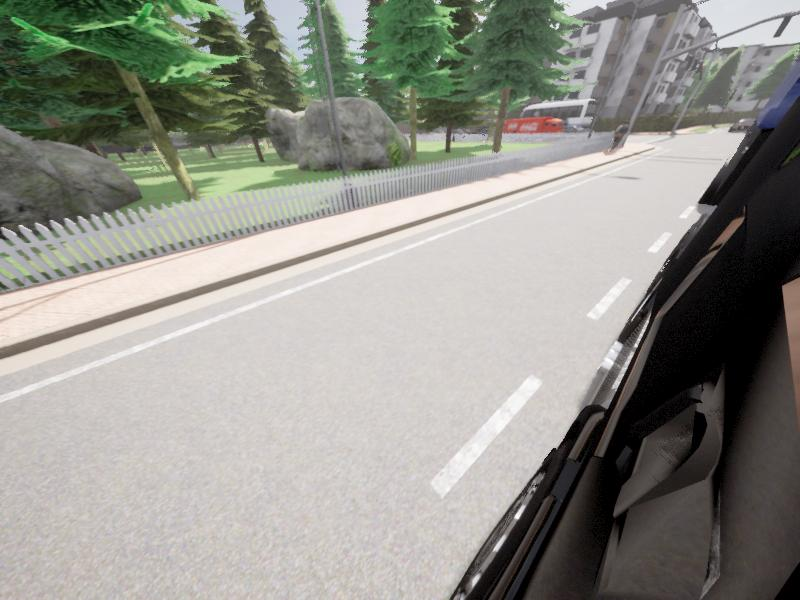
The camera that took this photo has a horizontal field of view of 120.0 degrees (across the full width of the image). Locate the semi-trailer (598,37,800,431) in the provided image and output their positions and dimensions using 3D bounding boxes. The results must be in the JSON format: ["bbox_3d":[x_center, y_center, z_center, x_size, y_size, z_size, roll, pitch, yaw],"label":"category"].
[{"bbox_3d":[8.706,-3.604,4.214,14.254,4.402,2.717,-28,43,-30],"label":"semi-trailer"}]

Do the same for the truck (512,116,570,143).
[{"bbox_3d":[17.746,-21.630,29.348,2.627,2.467,5.204,-26,42,-27],"label":"truck"}]

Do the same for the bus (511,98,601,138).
[{"bbox_3d":[23.675,-28.138,36.168,3.944,4.253,10.273,-26,42,-27],"label":"bus"}]

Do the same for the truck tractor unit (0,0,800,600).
[{"bbox_3d":[2.645,-0.295,0.351,6.516,4.208,3.053,-28,44,-30],"label":"truck tractor unit"}]

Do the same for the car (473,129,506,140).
[{"bbox_3d":[14.550,-27.154,37.933,1.895,1.301,4.718,-26,42,-27],"label":"car"}]

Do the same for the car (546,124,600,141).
[{"bbox_3d":[22.037,-21.454,29.627,2.128,1.511,4.902,-25,42,-27],"label":"car"}]

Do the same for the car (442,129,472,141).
[{"bbox_3d":[9.457,-27.655,38.779,1.837,1.490,4.892,-26,42,-27],"label":"car"}]

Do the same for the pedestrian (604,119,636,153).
[{"bbox_3d":[15.126,-11.302,15.927,0.751,1.860,0.751,-27,43,-28],"label":"pedestrian"}]

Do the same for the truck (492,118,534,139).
[{"bbox_3d":[18.418,-28.126,37.988,2.627,2.467,5.204,-26,42,-27],"label":"truck"}]

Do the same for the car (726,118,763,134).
[{"bbox_3d":[41.693,-21.098,27.952,4.181,1.385,1.994,-27,43,-29],"label":"car"}]

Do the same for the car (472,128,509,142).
[{"bbox_3d":[13.373,-24.630,34.471,1.837,1.490,4.892,-26,42,-27],"label":"car"}]

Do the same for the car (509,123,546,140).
[{"bbox_3d":[18.401,-24.406,33.501,1.905,1.878,3.866,-26,42,-27],"label":"car"}]
